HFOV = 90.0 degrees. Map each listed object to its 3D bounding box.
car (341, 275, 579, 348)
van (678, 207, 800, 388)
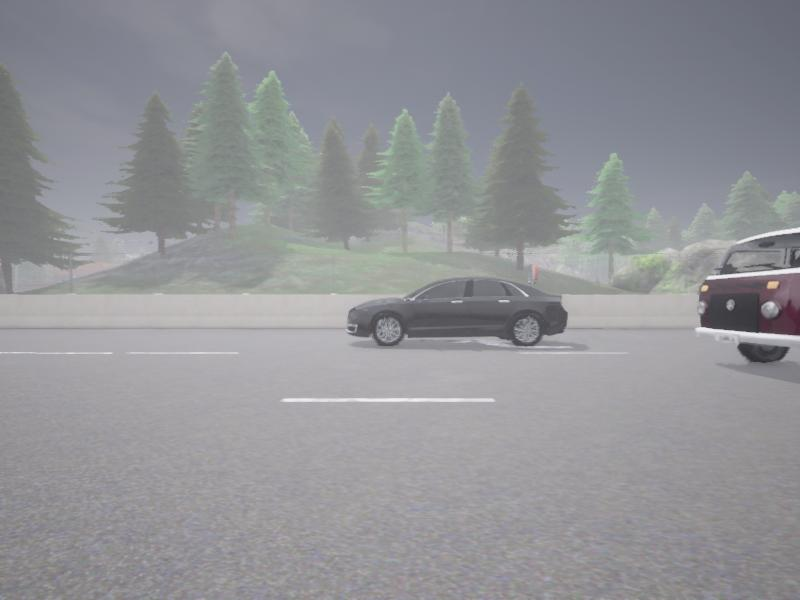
[{"bbox_3d":[1.241,0.245,9.163,4.892,1.490,1.837,0,0,0],"label":"car"},{"bbox_3d":[6.757,-0.027,5.430,4.480,2.038,2.069,0,0,3],"label":"van"}]
